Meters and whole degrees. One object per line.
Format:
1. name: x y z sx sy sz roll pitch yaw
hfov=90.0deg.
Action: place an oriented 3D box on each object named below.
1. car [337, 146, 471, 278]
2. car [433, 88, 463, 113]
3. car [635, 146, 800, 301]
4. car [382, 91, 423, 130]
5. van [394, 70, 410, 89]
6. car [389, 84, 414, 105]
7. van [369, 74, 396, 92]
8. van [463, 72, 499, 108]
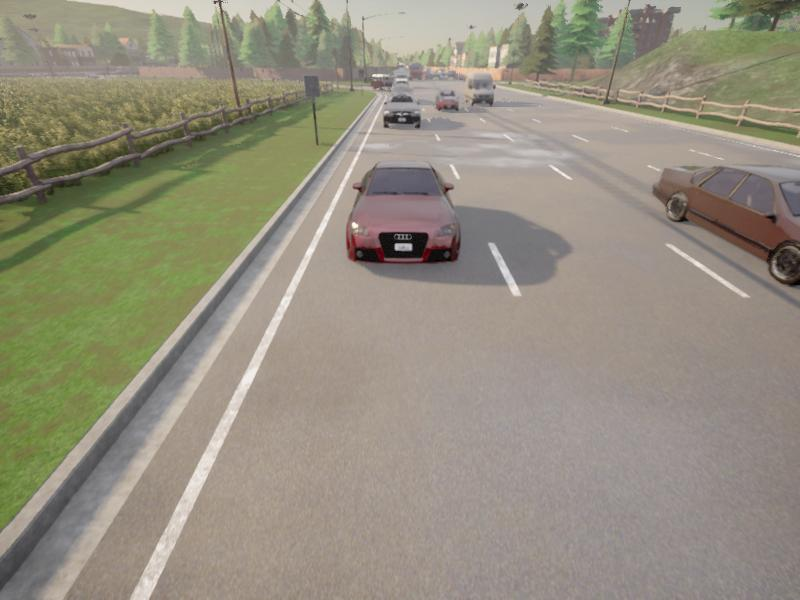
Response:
1. car: 0.063 -2.020 8.098 1.994 1.385 4.181 0 30 0
2. car: 3.642 -15.542 31.073 1.845 1.501 3.633 0 31 0
3. car: 7.058 -1.717 7.612 2.033 1.411 5.357 0 30 0
4. car: 0.118 -11.281 23.675 2.152 1.651 5.027 0 30 0
5. van: 0.255 -34.362 62.324 2.351 2.431 6.366 0 31 0
6. car: 0.166 -19.241 37.418 2.163 1.488 4.792 0 30 0
7. van: -2.417 -29.725 54.773 2.069 2.038 4.480 -13 32 -22
8. van: 7.161 -19.101 36.185 1.988 2.561 5.915 0 30 0
